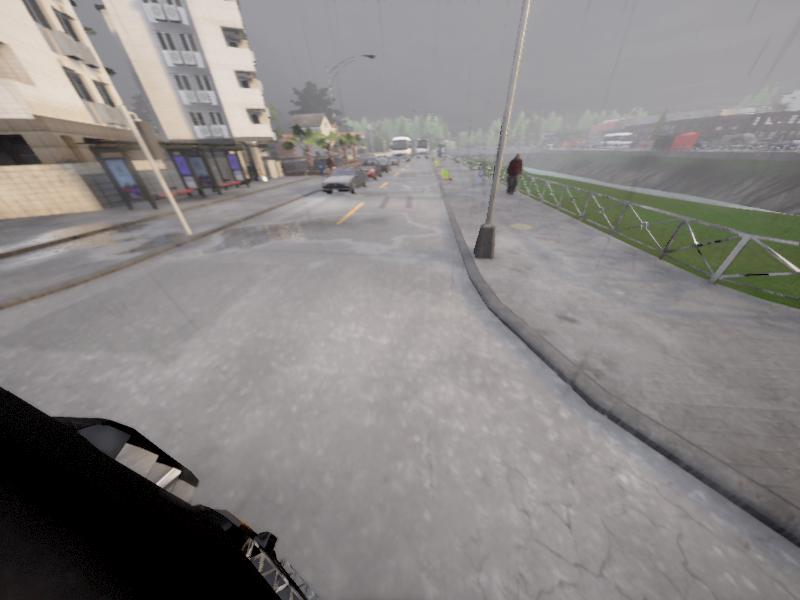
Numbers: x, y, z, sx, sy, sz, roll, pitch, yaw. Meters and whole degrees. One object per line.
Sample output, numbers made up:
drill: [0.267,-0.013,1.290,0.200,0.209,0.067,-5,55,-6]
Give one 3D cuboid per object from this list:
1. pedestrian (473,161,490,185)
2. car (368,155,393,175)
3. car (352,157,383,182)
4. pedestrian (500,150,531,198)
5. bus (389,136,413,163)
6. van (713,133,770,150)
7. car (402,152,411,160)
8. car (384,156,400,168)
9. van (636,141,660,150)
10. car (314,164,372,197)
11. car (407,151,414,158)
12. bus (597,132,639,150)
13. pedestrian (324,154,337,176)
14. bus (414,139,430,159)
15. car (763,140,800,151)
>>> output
pedestrian: [5.213,-8.212,14.899,0.751,1.300,0.751,4,34,9]
car: [-2.141,-15.743,26.815,1.930,1.638,5.238,2,33,6]
car: [-2.808,-11.976,21.102,1.851,1.617,3.988,1,33,6]
pedestrian: [5.317,-5.839,10.739,0.751,1.860,0.751,2,33,6]
bus: [0.529,-31.437,48.364,3.944,4.253,10.273,2,33,6]
van: [66.099,-30.722,44.977,1.988,2.561,5.915,1,33,6]
car: [1.710,-37.401,59.927,1.801,1.575,5.366,2,33,6]
car: [-1.128,-21.391,35.674,1.994,1.385,4.181,1,33,4]
van: [68.270,-42.695,63.739,1.775,1.987,4.442,1,33,6]
car: [-3.485,-8.044,15.301,2.033,1.411,5.357,2,33,6]
car: [3.375,-46.804,74.239,1.789,1.549,3.705,2,33,6]
bus: [69.648,-50.972,74.289,3.944,4.253,10.273,1,33,6]
pedestrian: [-7.321,-14.196,24.307,0.751,1.860,0.751,0,33,3]
bus: [6.035,-41.308,63.180,3.944,4.253,10.273,2,33,6]
car: [65.361,-25.960,38.714,1.812,1.442,4.674,1,33,6]
